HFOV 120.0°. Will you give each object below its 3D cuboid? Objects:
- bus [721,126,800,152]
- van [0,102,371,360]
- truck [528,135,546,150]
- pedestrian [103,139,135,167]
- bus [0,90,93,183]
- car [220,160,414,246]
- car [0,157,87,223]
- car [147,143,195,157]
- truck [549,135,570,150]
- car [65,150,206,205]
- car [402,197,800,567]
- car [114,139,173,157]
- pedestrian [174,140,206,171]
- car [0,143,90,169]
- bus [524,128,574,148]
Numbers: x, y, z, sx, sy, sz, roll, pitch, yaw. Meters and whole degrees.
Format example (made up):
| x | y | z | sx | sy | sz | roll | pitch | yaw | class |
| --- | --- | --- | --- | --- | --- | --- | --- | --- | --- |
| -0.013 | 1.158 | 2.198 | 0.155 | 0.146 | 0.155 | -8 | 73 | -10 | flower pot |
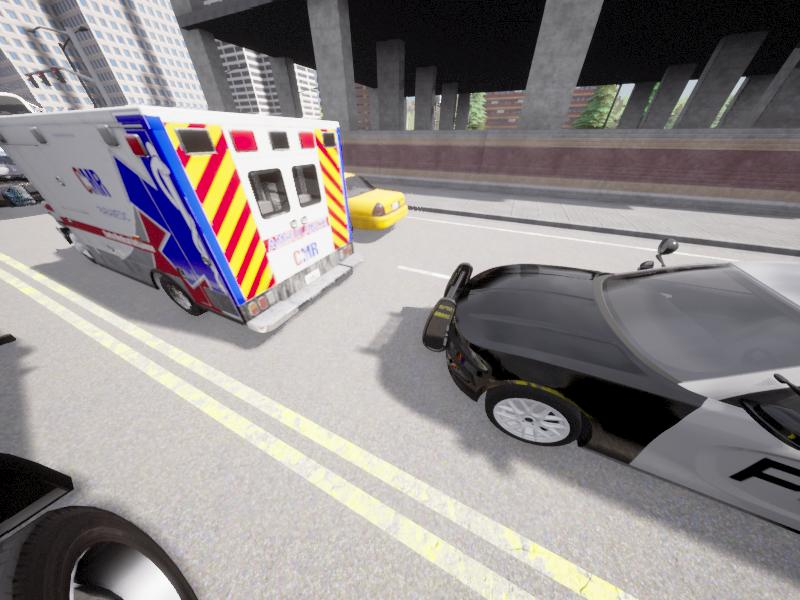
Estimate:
| x | y | z | sx | sy | sz | roll | pitch | yaw | class |
| --- | --- | --- | --- | --- | --- | --- | --- | --- | --- |
| 74.750 | -33.425 | 48.063 | 10.273 | 4.253 | 3.944 | -7 | 36 | -10 | bus |
| -3.961 | -1.645 | 4.107 | 6.366 | 2.431 | 2.351 | 15 | 38 | 20 | van |
| 29.456 | -34.052 | 49.947 | 2.615 | 2.467 | 5.204 | 15 | 38 | 20 | truck |
| -22.451 | -11.743 | 18.487 | 0.751 | 1.860 | 0.751 | -22 | 41 | -28 | pedestrian |
| -26.513 | -11.515 | 16.382 | 10.273 | 4.253 | 3.944 | 29 | 46 | 34 | bus |
| -2.442 | -3.112 | 6.930 | 5.366 | 1.575 | 1.801 | 15 | 38 | 20 | car |
| -14.475 | -4.097 | 8.310 | 4.902 | 1.511 | 2.128 | 15 | 38 | 20 | car |
| -30.637 | -20.201 | 31.063 | 1.970 | 1.475 | 3.806 | 15 | 38 | 20 | car |
| 33.366 | -32.994 | 48.472 | 2.615 | 2.467 | 5.204 | 15 | 38 | 20 | truck |
| -11.730 | -5.644 | 10.385 | 4.611 | 1.667 | 2.242 | 15 | 38 | 20 | car |
| 2.807 | 0.498 | 1.796 | 5.238 | 1.638 | 1.930 | 15 | 38 | 20 | car |
| -34.351 | -20.530 | 31.155 | 1.932 | 1.855 | 4.605 | 17 | 38 | 22 | car |
| -15.012 | -10.375 | 16.595 | 0.751 | 1.860 | 0.751 | 3 | 35 | 5 | pedestrian |
| -32.572 | -12.991 | 20.686 | 1.930 | 1.638 | 5.238 | 15 | 38 | 19 | car |
| 40.003 | -43.821 | 62.585 | 10.273 | 4.253 | 3.944 | 15 | 38 | 20 | bus |
